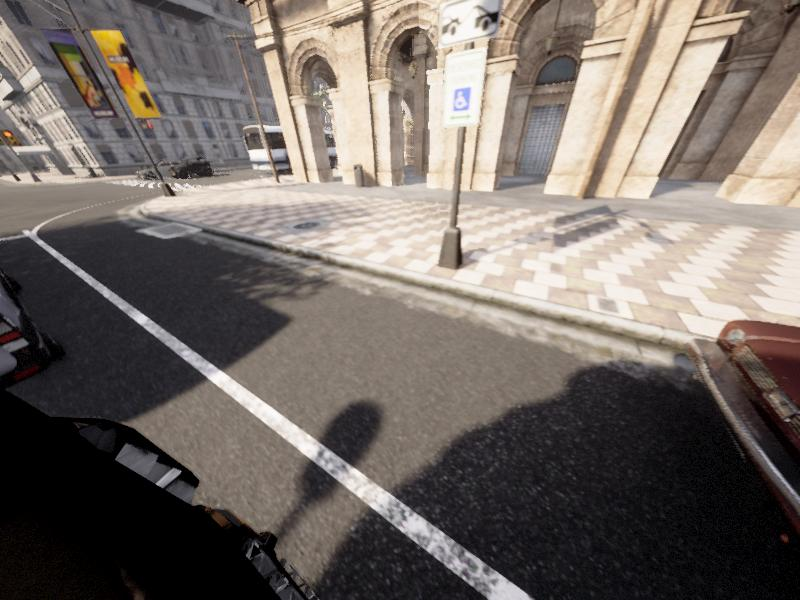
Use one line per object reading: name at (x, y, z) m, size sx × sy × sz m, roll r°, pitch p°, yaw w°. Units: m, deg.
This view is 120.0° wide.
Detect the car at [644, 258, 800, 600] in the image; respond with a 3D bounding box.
car at (4.287, 1.265, 0.544) m, size 4.718 × 1.301 × 1.895 m, roll 16°, pitch 38°, yaw 25°

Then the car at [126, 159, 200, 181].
car at (-25.640, -14.263, 25.290) m, size 2.152 × 1.651 × 5.027 m, roll 17°, pitch 38°, yaw 26°

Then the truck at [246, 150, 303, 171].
truck at (-16.969, -19.186, 31.722) m, size 2.390 × 2.098 × 6.274 m, roll 16°, pitch 38°, yaw 25°

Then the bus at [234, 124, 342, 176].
bus at (-12.084, -17.436, 26.873) m, size 3.944 × 4.253 × 10.273 m, roll 17°, pitch 38°, yaw 26°

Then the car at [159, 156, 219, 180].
car at (-22.019, -13.912, 24.306) m, size 1.905 × 1.878 × 3.866 m, roll 15°, pitch 37°, yaw 24°

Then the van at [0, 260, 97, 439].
van at (-6.528, -0.336, 2.470) m, size 5.915 × 2.561 × 1.988 m, roll 16°, pitch 38°, yaw 26°

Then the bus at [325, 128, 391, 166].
bus at (-5.911, -23.412, 35.460) m, size 3.944 × 4.253 × 10.273 m, roll 16°, pitch 38°, yaw 26°

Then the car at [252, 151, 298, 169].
car at (-18.782, -21.265, 34.995) m, size 2.150 × 2.045 × 5.566 m, roll 16°, pitch 38°, yaw 25°
